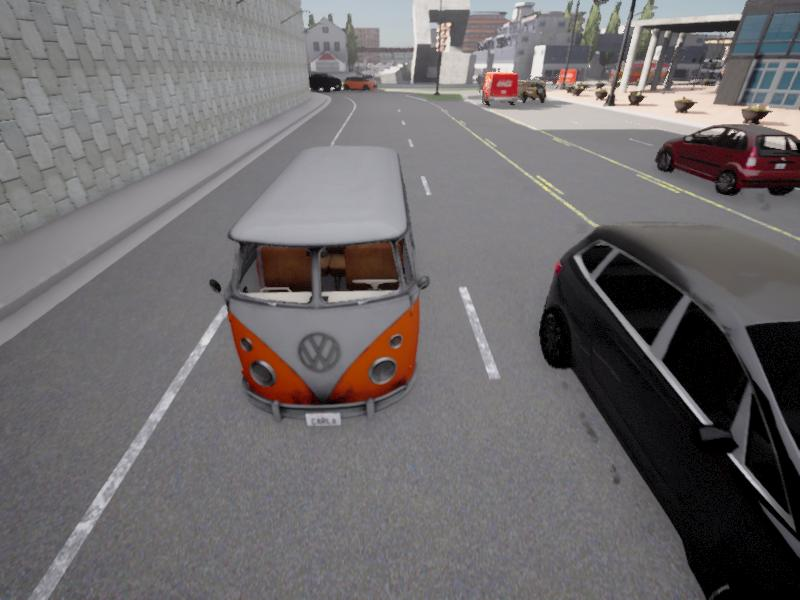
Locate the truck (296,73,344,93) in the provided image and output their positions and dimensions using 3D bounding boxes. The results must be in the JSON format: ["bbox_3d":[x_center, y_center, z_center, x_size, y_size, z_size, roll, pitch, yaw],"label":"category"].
[{"bbox_3d":[-10.525,-28.552,52.511,6.274,2.098,2.390,20,36,30],"label":"truck"}]

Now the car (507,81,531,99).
[{"bbox_3d":[12.748,-22.692,43.117,1.789,1.549,3.705,3,31,5],"label":"car"}]

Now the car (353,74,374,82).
[{"bbox_3d":[-7.623,-46.165,83.134,1.816,1.474,4.193,25,38,35],"label":"car"}]

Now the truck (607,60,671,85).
[{"bbox_3d":[41.910,-40.024,70.451,8.468,3.827,2.891,1,30,1],"label":"truck"}]

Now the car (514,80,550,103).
[{"bbox_3d":[12.287,-19.625,37.557,1.932,1.855,4.605,1,29,2],"label":"car"}]

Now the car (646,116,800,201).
[{"bbox_3d":[9.489,-4.282,11.695,1.851,1.617,3.988,-1,30,-2],"label":"car"}]

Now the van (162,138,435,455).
[{"bbox_3d":[-0.738,-0.607,5.035,1.775,1.987,4.442,-1,31,-2],"label":"van"}]

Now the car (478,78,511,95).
[{"bbox_3d":[12.120,-27.392,51.306,2.152,1.651,5.027,19,36,30],"label":"car"}]

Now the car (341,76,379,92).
[{"bbox_3d":[-5.310,-28.793,53.244,4.553,1.767,2.097,13,33,20],"label":"car"}]

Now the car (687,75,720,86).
[{"bbox_3d":[51.877,-37.487,68.425,3.988,1.617,1.851,-2,30,-3],"label":"car"}]

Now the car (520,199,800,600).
[{"bbox_3d":[2.851,0.714,3.108,2.242,1.667,4.611,-1,30,-2],"label":"car"}]

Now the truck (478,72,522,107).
[{"bbox_3d":[8.702,-18.729,35.453,2.627,2.467,5.204,1,30,1],"label":"truck"}]

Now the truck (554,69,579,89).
[{"bbox_3d":[25.796,-34.435,62.241,2.627,2.467,5.204,7,31,12],"label":"truck"}]
